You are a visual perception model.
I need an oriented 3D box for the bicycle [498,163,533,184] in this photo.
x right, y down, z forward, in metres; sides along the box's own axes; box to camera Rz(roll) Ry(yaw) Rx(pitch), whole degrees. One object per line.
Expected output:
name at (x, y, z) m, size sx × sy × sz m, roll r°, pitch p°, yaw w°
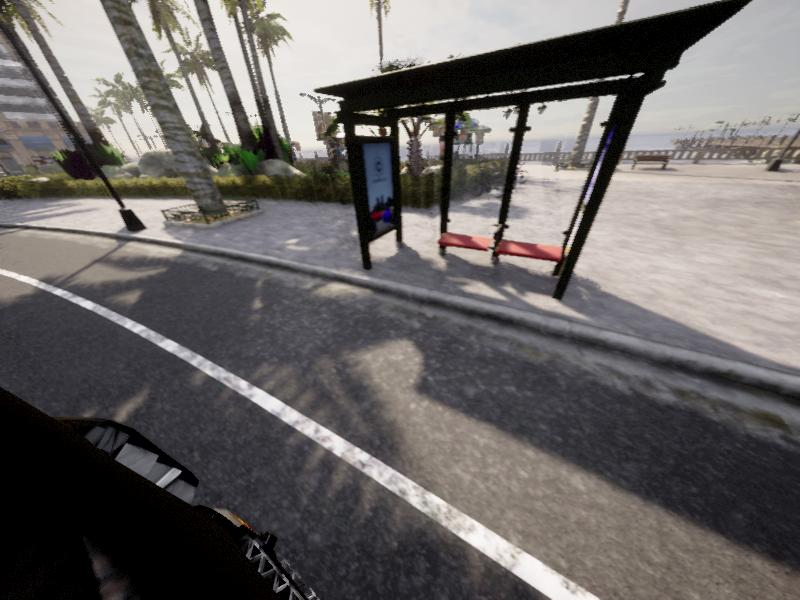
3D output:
bicycle at (6.790, -7.519, 13.704) m, size 1.643 × 1.024 × 0.373 m, roll 20°, pitch 39°, yaw 30°

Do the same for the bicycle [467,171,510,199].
bicycle at (3.904, -5.157, 10.328) m, size 1.643 × 1.024 × 0.373 m, roll 20°, pitch 39°, yaw 30°

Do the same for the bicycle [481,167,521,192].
bicycle at (5.059, -6.102, 11.679) m, size 1.643 × 1.024 × 0.373 m, roll 20°, pitch 39°, yaw 30°
